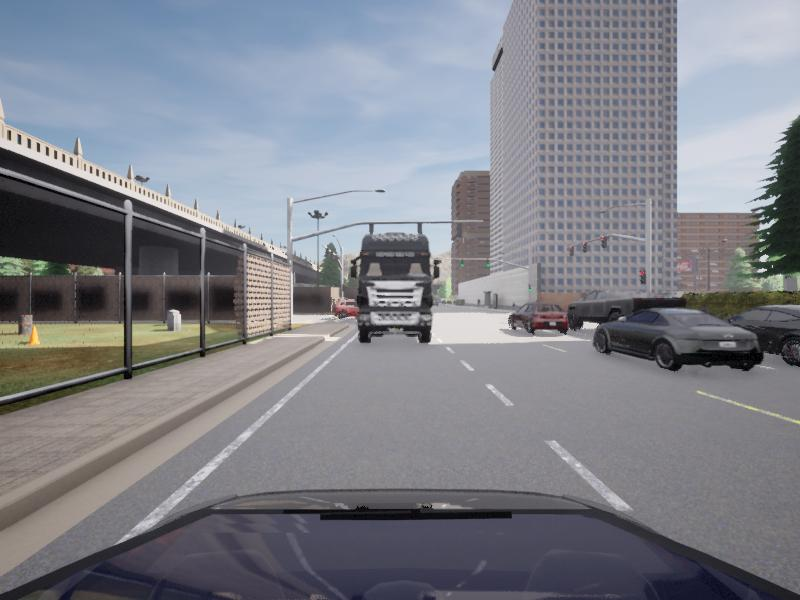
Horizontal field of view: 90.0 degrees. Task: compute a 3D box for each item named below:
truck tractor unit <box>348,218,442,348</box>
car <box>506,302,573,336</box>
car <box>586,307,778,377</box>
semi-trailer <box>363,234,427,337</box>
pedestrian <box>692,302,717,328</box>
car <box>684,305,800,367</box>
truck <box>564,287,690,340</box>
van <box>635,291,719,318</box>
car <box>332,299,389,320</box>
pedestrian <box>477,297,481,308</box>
[{"bbox_3d":[-0.193,-0.524,16.238,3.053,4.208,6.516,0,0,-1],"label":"truck tractor unit"},{"bbox_3d":[6.759,0.854,19.842,1.816,1.474,4.193,0,0,-1],"label":"car"},{"bbox_3d":[6.873,0.908,10.451,1.994,1.385,4.181,0,0,-1],"label":"car"},{"bbox_3d":[-0.286,-0.603,24.155,2.717,4.402,14.254,0,0,-1],"label":"semi-trailer"},{"bbox_3d":[15.839,0.765,20.812,0.751,1.300,0.751,0,0,-3],"label":"pedestrian"},{"bbox_3d":[10.361,0.870,10.935,1.812,1.442,4.674,0,0,-1],"label":"car"},{"bbox_3d":[10.272,0.542,18.966,2.390,2.098,6.274,0,0,-1],"label":"truck"},{"bbox_3d":[26.137,0.433,37.970,6.366,2.431,2.351,0,0,-1],"label":"van"},{"bbox_3d":[-3.290,0.787,34.066,4.611,1.667,2.242,0,0,-1],"label":"car"},{"bbox_3d":[13.852,0.485,70.150,0.751,1.860,0.751,0,0,3],"label":"pedestrian"}]
